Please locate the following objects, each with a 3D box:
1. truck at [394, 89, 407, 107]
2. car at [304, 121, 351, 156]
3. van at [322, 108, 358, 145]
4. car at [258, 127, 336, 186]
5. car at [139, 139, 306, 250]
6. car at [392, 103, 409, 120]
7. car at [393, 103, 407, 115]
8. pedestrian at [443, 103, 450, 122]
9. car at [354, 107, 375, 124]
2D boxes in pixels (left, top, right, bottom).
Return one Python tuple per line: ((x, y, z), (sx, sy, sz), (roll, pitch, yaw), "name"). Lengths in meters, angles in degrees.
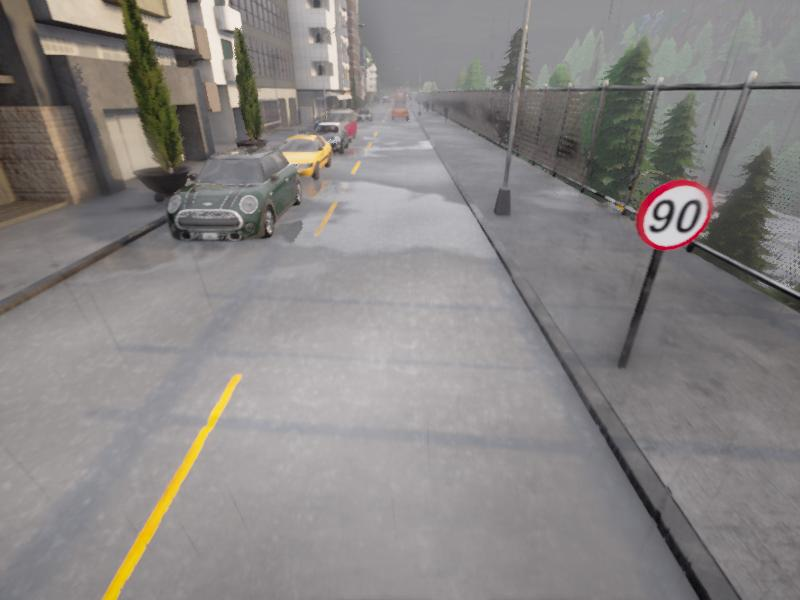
((0.059, -49.089, 97.109), (2.891, 3.827, 8.468), (0, 27, 0), "truck")
((-3.985, -9.208, 22.669), (1.970, 1.475, 3.806), (0, 27, 0), "car")
((-3.982, -11.973, 27.450), (1.775, 1.987, 4.442), (0, 27, 0), "van")
((-3.990, -6.075, 16.513), (1.801, 1.575, 5.366), (0, 27, 0), "car")
((-3.991, -2.895, 10.145), (2.097, 1.767, 4.553), (0, 27, 0), "car")
((0.026, -24.093, 51.102), (2.097, 1.767, 4.553), (0, 27, 0), "car")
((0.030, -30.897, 64.722), (2.152, 1.651, 5.027), (0, 27, 0), "car")
((5.224, -21.072, 45.005), (0.751, 1.860, 0.751), (2, 27, 3), "pedestrian")
((-3.976, -20.819, 45.069), (1.970, 1.475, 3.806), (0, 27, 0), "car")
